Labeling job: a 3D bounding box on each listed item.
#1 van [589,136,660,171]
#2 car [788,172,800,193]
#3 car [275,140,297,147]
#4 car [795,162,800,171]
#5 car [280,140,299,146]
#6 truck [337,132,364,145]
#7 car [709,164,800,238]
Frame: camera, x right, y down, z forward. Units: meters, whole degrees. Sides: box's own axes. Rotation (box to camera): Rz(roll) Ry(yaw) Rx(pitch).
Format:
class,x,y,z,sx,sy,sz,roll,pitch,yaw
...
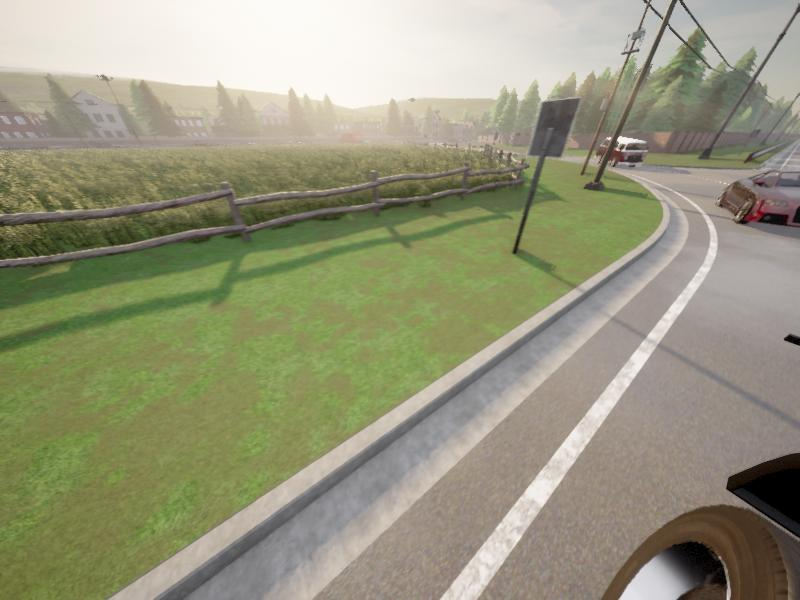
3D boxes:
class,x,y,z,sx,sy,sz,roll,pitch,yaw
van,18.841,-12.642,19.794,2.069,2.038,4.480,6,39,8
car,21.142,-6.130,10.960,5.027,1.651,2.152,-22,41,-28
car,-33.827,-46.599,68.884,5.366,1.575,1.801,-22,41,-28
car,32.414,-10.673,17.398,4.792,1.488,2.163,-22,41,-28
car,-35.717,-50.744,74.777,5.008,1.535,1.882,-22,41,-28
truck,-17.279,-56.681,81.005,8.468,3.827,2.891,-22,41,-28
car,11.901,-3.156,7.063,1.994,1.385,4.181,25,42,31
